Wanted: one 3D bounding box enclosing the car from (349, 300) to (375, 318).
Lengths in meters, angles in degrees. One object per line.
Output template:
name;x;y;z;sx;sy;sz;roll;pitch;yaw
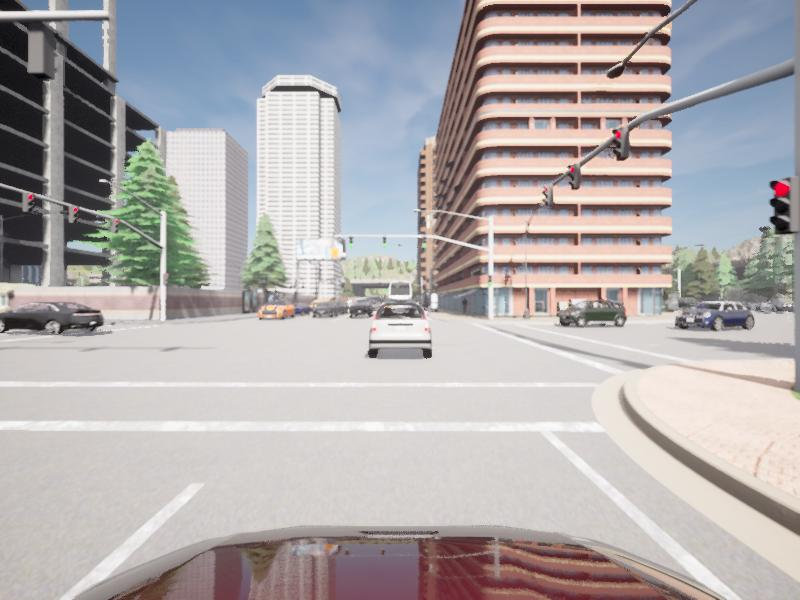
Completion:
car;-3.528;0.817;37.993;1.930;1.638;5.238;0;0;1

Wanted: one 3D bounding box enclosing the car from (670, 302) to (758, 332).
car;16.512;0.824;21.055;3.806;1.475;1.970;0;0;-21

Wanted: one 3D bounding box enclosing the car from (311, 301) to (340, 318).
car;-6.961;0.891;37.765;1.837;1.490;4.892;0;0;0

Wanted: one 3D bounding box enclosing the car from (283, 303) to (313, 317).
car;-10.460;0.994;41.278;1.895;1.301;4.718;0;0;0

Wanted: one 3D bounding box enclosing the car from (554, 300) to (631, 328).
car;11.179;0.788;23.337;3.705;1.549;1.789;0;0;-12

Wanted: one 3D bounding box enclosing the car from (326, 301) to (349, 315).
car;-6.956;0.899;44.974;1.837;1.490;4.892;0;0;0

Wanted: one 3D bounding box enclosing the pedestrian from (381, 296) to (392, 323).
pedestrian;-0.939;0.651;27.729;0.751;1.860;0.751;0;0;-3

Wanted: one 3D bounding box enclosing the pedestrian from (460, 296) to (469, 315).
pedestrian;6.381;0.533;39.597;0.751;1.860;0.751;0;0;2

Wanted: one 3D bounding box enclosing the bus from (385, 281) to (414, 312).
bus;-0.062;-0.464;59.703;3.944;4.253;10.273;0;0;0

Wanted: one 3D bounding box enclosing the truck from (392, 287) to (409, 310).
truck;0.076;-0.237;72.009;2.891;3.827;8.468;0;0;0

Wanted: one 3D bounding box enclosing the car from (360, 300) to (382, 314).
car;-3.456;0.815;48.645;2.242;1.667;4.611;0;0;0

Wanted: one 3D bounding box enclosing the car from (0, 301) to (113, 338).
car;-16.323;0.825;18.460;4.902;1.511;2.128;1;0;8

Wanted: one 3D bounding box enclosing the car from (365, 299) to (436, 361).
car;0.013;0.788;12.488;1.851;1.617;3.988;0;0;0

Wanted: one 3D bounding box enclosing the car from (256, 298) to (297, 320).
car;-10.467;0.736;34.276;2.097;1.767;4.553;0;0;0
